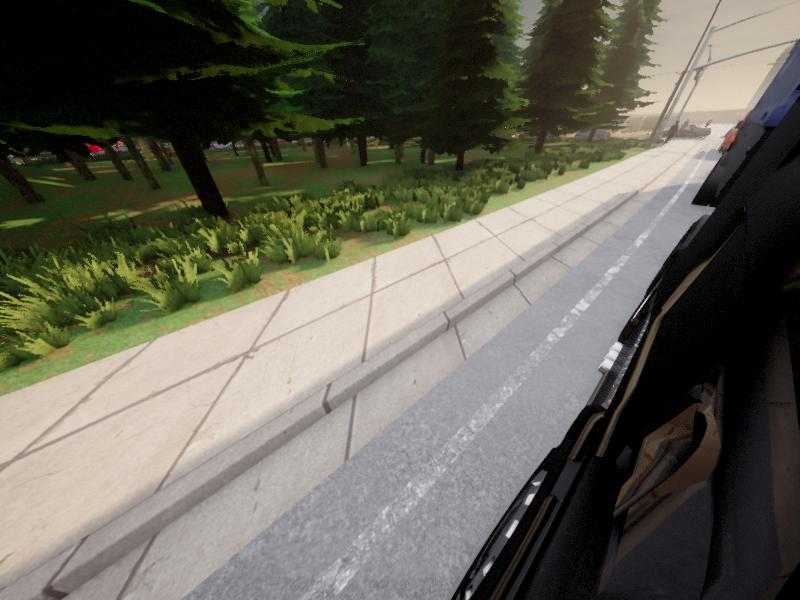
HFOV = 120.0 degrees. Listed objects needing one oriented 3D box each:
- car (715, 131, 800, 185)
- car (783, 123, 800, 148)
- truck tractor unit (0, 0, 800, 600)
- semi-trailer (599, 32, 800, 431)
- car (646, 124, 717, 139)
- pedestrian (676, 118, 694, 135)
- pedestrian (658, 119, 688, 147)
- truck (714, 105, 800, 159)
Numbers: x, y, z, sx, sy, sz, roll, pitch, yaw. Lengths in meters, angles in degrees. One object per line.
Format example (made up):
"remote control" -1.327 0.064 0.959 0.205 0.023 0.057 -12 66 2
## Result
"car" 15.884 -6.268 9.954 4.902 1.511 2.128 -28 44 -31
"car" 32.470 -12.862 17.784 4.611 1.667 2.242 -29 44 -31
"truck tractor unit" 2.645 -0.295 0.351 6.516 4.208 3.053 -28 44 -30
"semi-trailer" 8.651 -3.617 4.303 14.254 4.402 2.717 -28 44 -31
"car" 35.068 -21.087 29.002 2.033 1.411 5.357 -26 42 -29
"pedestrian" 40.133 -24.451 32.548 0.751 1.860 0.751 17 41 24
"pedestrian" 22.860 -14.008 19.398 0.751 1.860 0.751 -23 41 -25
"truck" 23.457 -10.952 15.024 5.204 2.467 2.627 -29 44 -31
